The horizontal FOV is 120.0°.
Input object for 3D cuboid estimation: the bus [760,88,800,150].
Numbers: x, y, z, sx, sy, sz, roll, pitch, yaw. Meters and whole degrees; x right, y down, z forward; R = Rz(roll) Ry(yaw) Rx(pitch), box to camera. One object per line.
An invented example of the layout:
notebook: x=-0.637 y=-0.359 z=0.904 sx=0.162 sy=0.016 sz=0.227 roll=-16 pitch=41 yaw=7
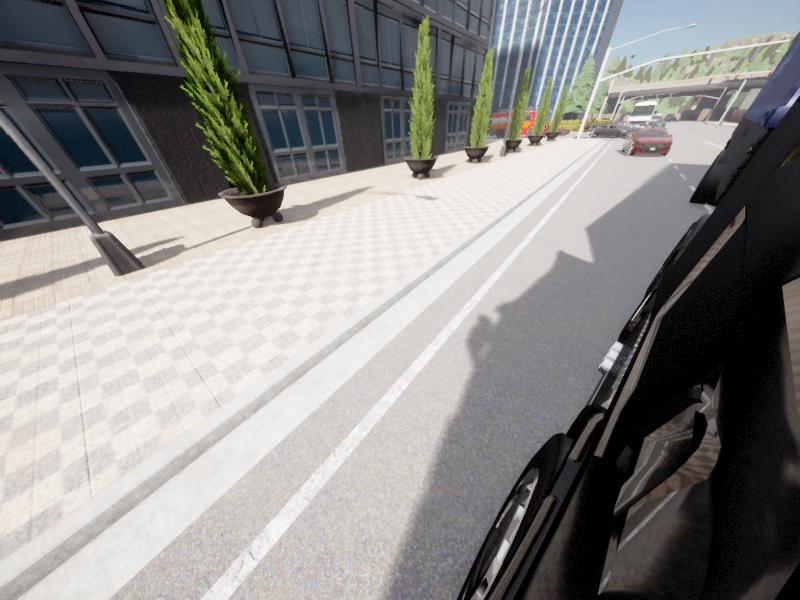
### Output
bus: x=29.342 y=-12.155 z=14.496 sx=3.944 sy=4.253 sz=10.273 roll=24 pitch=44 yaw=31

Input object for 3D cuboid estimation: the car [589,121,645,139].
car: x=27.348 y=-21.639 z=29.437 sx=2.242 sy=1.667 sz=4.611 roll=-8 pitch=37 yaw=-9

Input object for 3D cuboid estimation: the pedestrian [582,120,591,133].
pedestrian: x=34.681 y=-32.236 z=42.927 sx=0.751 sy=1.860 sz=0.751 roll=18 pitch=41 yaw=25

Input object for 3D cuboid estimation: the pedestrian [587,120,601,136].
pedestrian: x=28.444 y=-25.175 z=33.888 sx=0.751 sy=1.860 sz=0.751 roll=11 pitch=39 yaw=18

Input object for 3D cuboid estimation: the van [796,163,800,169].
van: x=17.142 y=-5.097 z=7.355 sx=2.351 sy=2.431 sz=6.366 roll=24 pitch=44 yaw=31

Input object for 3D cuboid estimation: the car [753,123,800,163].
car: x=21.891 y=-8.438 z=12.285 sx=2.128 sy=1.511 sz=4.902 roll=24 pitch=44 yaw=31

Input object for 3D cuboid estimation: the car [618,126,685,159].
car: x=16.935 y=-10.912 z=15.872 sx=1.882 sy=1.535 sz=5.008 roll=18 pitch=41 yaw=25

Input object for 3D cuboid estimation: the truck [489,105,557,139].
truck: x=19.233 y=-28.151 z=36.832 sx=8.468 sy=3.827 sz=2.891 roll=24 pitch=44 yaw=31

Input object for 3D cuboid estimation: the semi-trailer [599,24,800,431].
semi-trailer: x=8.610 y=-3.665 z=4.311 sx=14.254 sy=4.402 sz=2.717 roll=-29 pitch=44 yaw=-31

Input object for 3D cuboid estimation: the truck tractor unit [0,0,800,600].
truck tractor unit: x=2.645 y=-0.295 z=0.351 sx=6.516 sy=4.208 sz=3.053 roll=-28 pitch=44 yaw=-30

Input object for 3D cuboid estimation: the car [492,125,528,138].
car: x=19.366 y=-29.909 z=40.993 sx=5.238 sy=1.638 sz=1.930 roll=24 pitch=44 yaw=31

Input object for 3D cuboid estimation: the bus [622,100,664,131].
bus: x=47.626 y=-36.339 z=45.646 sx=3.944 sy=4.253 sz=10.273 roll=24 pitch=44 yaw=31
